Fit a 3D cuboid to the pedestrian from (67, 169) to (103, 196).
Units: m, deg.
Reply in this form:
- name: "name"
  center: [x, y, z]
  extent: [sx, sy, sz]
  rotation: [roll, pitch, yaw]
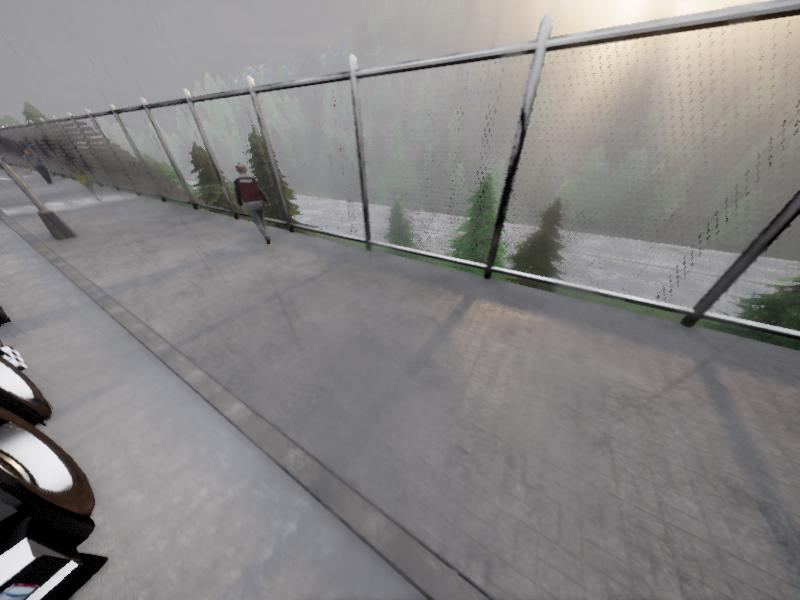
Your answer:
- name: "pedestrian"
  center: [-15.154, -5.671, 11.130]
  extent: [0.500, 1.100, 0.500]
  rotation: [20, 39, 26]

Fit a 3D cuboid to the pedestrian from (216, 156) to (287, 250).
- name: "pedestrian"
  center: [-3.435, -2.276, 5.465]
  extent: [0.751, 1.860, 0.751]
  rotation: [-25, 42, -31]

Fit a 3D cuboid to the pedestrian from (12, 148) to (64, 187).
- name: "pedestrian"
  center: [-20.953, -7.678, 13.408]
  extent: [0.751, 1.860, 0.751]
  rotation: [20, 40, 26]

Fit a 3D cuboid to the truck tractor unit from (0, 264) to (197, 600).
- name: "truck tractor unit"
  center: [-5.111, -0.299, 0.787]
  extent: [6.516, 4.208, 3.053]
  rotation: [18, 39, 24]
